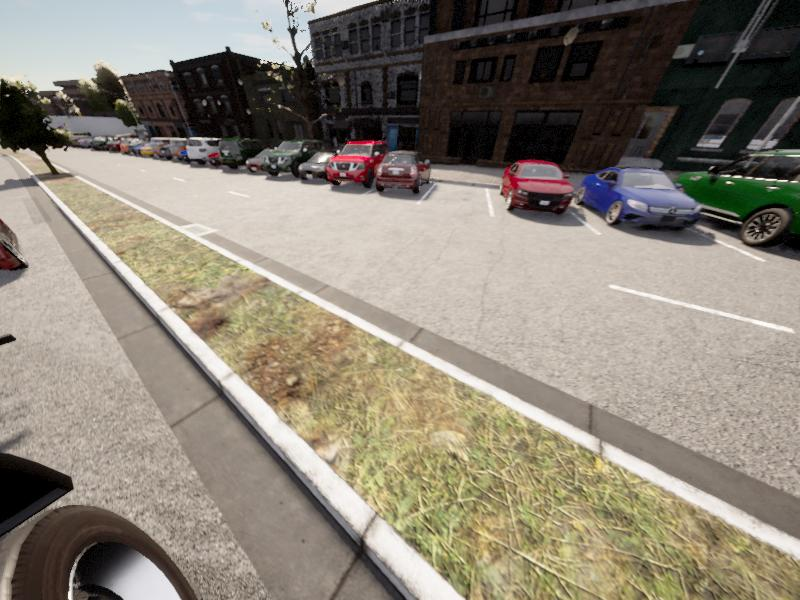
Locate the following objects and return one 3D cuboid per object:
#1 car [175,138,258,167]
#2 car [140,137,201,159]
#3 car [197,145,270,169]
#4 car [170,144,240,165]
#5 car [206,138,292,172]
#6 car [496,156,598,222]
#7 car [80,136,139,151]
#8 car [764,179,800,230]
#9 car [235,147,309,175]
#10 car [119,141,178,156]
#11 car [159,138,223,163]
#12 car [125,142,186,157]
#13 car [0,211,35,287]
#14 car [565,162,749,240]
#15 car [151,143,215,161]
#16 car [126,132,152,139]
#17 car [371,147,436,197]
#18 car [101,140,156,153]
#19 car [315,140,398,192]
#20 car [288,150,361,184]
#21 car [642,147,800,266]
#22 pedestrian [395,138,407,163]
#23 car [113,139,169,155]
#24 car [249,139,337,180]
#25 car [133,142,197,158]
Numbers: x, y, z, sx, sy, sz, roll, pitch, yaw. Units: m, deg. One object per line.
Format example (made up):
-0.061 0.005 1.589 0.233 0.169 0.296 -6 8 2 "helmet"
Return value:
-16.846 -13.994 21.757 2.435 2.045 5.566 9 35 12 "car"
-26.749 -17.914 27.245 1.878 1.987 4.442 9 35 11 "car"
-14.387 -12.768 20.481 2.097 1.535 5.008 9 35 12 "car"
-19.314 -14.778 23.276 2.097 1.535 5.008 9 35 12 "car"
-11.921 -11.985 18.962 2.435 2.045 5.566 9 35 12 "car"
5.317 -4.708 9.272 2.097 1.535 5.008 10 36 12 "car"
-49.347 -26.780 39.510 2.435 2.045 5.566 8 35 9 "car"
12.772 -1.783 5.160 1.946 1.575 5.366 9 35 12 "car"
-9.468 -10.716 17.676 2.163 1.488 4.792 9 36 12 "car"
-34.189 -20.778 31.616 2.231 1.521 4.892 8 35 11 "car"
-21.804 -15.904 24.451 1.878 1.987 4.442 9 35 12 "car"
-31.681 -19.796 30.251 2.097 1.535 5.008 9 35 11 "car"
-9.307 -1.215 4.343 4.181 1.385 1.994 23 41 28 "car"
7.787 -3.658 7.875 2.002 1.452 4.674 10 36 12 "car"
-24.248 -16.781 26.113 2.163 1.488 4.792 9 35 12 "car"
-74.217 -46.781 65.778 4.674 1.452 2.002 3 41 3 "car"
0.377 -6.817 11.989 2.185 1.767 4.553 9 35 12 "car"
-41.728 -23.724 35.702 2.097 1.535 5.008 8 35 10 "car"
-2.070 -7.929 13.320 2.435 2.045 5.566 9 36 12 "car"
-4.540 -8.705 14.880 2.163 1.488 4.792 10 35 12 "car"
10.257 -2.906 6.317 2.435 2.045 5.566 9 35 12 "car"
0.048 -13.630 21.125 0.751 1.860 0.751 21 40 24 "pedestrian"
-36.697 -21.864 32.906 2.185 1.767 4.553 8 35 11 "car"
-6.997 -9.942 16.119 2.435 2.045 5.566 10 35 12 "car"
-29.163 -18.899 29.007 1.946 1.575 5.366 9 35 12 "car"
